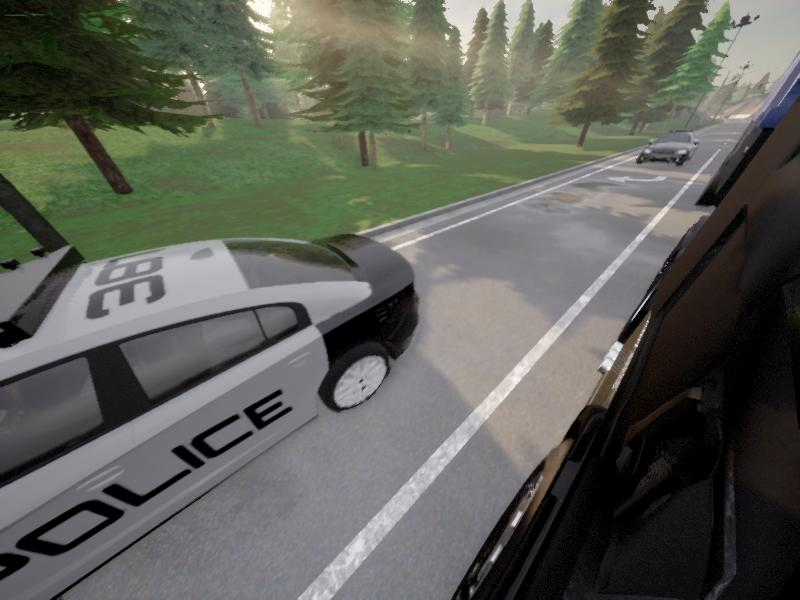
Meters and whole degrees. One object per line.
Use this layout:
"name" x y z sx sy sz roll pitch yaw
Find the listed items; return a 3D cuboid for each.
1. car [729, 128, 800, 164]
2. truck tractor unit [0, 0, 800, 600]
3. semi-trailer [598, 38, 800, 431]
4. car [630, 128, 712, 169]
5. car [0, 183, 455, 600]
"car" 21.105 -8.917 13.246 4.181 1.385 1.994 -28 43 -30
"truck tractor unit" 2.645 -0.295 0.351 6.516 4.208 3.053 -28 44 -30
"semi-trailer" 8.692 -3.590 4.261 14.254 4.402 2.717 -28 43 -30
"car" 15.628 -8.799 13.294 4.974 1.542 2.038 -28 43 -30
"car" -2.147 0.583 1.641 5.238 1.638 1.930 -28 43 -30
